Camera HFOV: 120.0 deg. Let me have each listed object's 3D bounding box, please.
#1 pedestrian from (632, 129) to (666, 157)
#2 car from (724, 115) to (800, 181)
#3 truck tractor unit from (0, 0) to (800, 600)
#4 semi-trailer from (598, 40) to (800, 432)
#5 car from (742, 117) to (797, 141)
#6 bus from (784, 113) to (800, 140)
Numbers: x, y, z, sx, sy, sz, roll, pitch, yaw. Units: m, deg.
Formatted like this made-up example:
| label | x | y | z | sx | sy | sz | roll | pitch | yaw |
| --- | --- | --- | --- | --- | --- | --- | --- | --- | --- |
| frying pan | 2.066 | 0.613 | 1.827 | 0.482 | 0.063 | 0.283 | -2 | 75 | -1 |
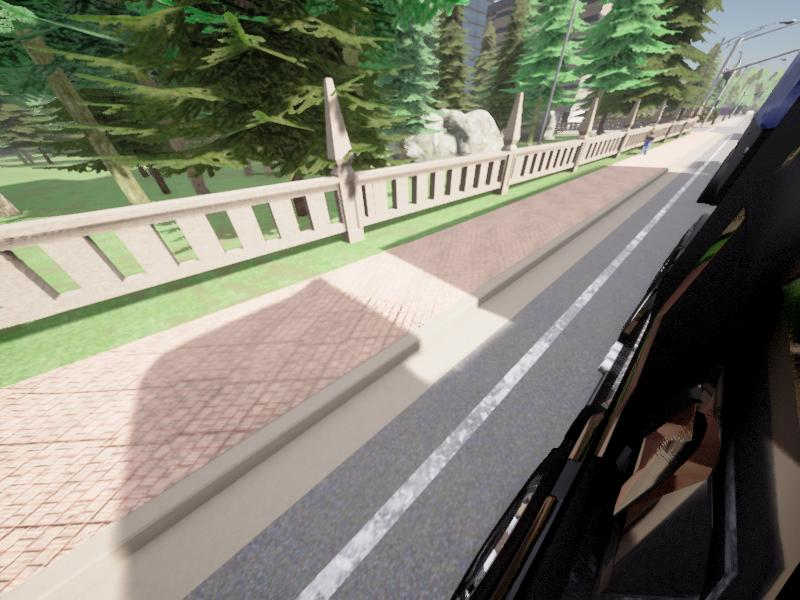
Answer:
| label | x | y | z | sx | sy | sz | roll | pitch | yaw |
| --- | --- | --- | --- | --- | --- | --- | --- | --- | --- |
| pedestrian | 14.704 | -9.304 | 13.662 | 0.751 | 1.300 | 0.751 | -25 | 42 | -26 |
| car | 15.885 | -6.462 | 9.618 | 4.605 | 1.855 | 1.932 | -29 | 44 | -29 |
| truck tractor unit | 2.645 | -0.295 | 0.352 | 6.516 | 4.208 | 3.053 | -28 | 44 | -30 |
| semi-trailer | 8.688 | -3.625 | 4.219 | 14.254 | 4.402 | 2.717 | -28 | 44 | -30 |
| car | 30.874 | -14.376 | 19.423 | 3.633 | 1.501 | 1.845 | -28 | 44 | -30 |
| bus | 36.920 | -15.899 | 18.776 | 10.273 | 4.253 | 3.944 | -28 | 44 | -30 |
